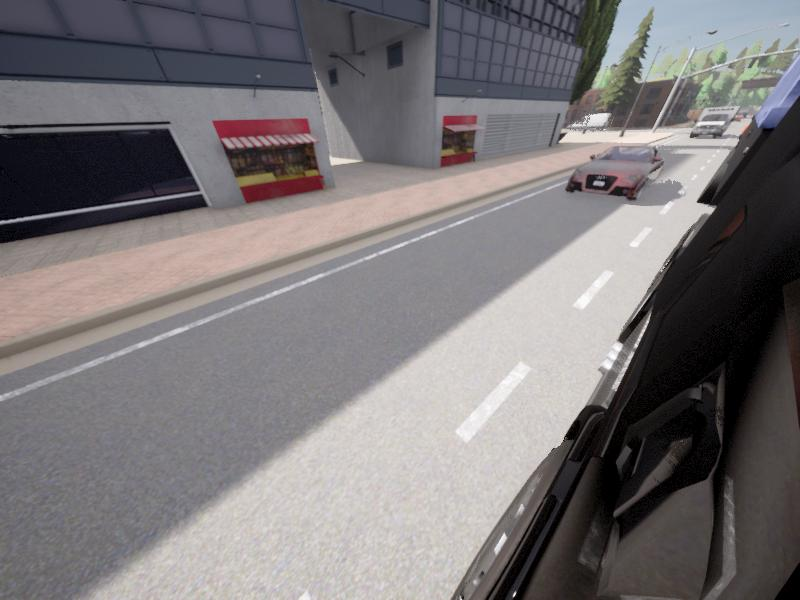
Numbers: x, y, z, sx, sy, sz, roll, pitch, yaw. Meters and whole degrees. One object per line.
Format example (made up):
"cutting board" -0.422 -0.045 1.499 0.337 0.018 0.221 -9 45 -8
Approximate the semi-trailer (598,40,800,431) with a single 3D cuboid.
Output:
"semi-trailer" 8.689 -3.622 4.221 14.254 4.402 2.717 -28 44 -30

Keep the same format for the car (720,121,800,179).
"car" 16.279 -6.568 9.922 4.611 1.667 2.242 -28 44 -30

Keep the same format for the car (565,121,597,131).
"car" 36.788 -35.484 47.139 2.007 1.525 4.514 -30 45 -31

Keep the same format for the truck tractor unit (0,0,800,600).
"truck tractor unit" 2.645 -0.295 0.351 6.516 4.208 3.053 -28 44 -30

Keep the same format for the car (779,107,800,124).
"car" 66.776 -31.097 38.872 5.566 2.045 2.150 -28 44 -30

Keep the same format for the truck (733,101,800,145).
"truck" 29.433 -13.959 18.209 5.204 2.467 2.627 -28 44 -30

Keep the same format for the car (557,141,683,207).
"car" 7.772 -4.620 8.148 4.181 1.385 1.994 -28 44 -30

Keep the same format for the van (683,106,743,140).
"van" 31.399 -17.747 23.152 6.366 2.431 2.351 -28 44 -30

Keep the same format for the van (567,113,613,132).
"van" 35.715 -33.416 43.616 1.988 2.561 5.915 -29 44 -31
